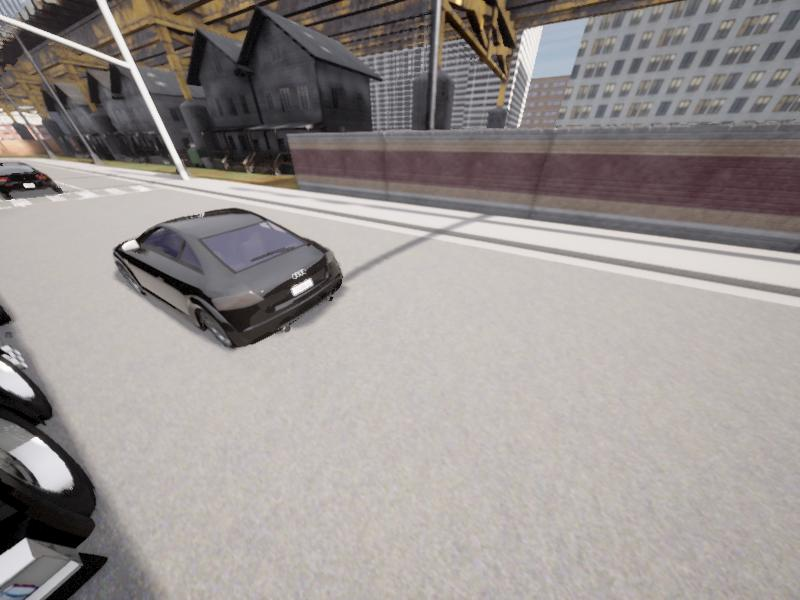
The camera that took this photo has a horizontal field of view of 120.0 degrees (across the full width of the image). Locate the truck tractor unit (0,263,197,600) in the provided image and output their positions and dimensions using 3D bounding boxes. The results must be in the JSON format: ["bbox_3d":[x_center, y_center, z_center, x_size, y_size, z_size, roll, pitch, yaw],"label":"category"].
[{"bbox_3d":[-5.109,-0.302,0.784,6.516,4.208,3.053,18,39,24],"label":"truck tractor unit"}]

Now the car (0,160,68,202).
[{"bbox_3d":[-19.791,-6.293,11.961,4.674,1.442,1.812,18,39,25],"label":"car"}]

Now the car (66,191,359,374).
[{"bbox_3d":[-3.053,-0.773,3.944,4.181,1.385,1.994,18,39,25],"label":"car"}]
